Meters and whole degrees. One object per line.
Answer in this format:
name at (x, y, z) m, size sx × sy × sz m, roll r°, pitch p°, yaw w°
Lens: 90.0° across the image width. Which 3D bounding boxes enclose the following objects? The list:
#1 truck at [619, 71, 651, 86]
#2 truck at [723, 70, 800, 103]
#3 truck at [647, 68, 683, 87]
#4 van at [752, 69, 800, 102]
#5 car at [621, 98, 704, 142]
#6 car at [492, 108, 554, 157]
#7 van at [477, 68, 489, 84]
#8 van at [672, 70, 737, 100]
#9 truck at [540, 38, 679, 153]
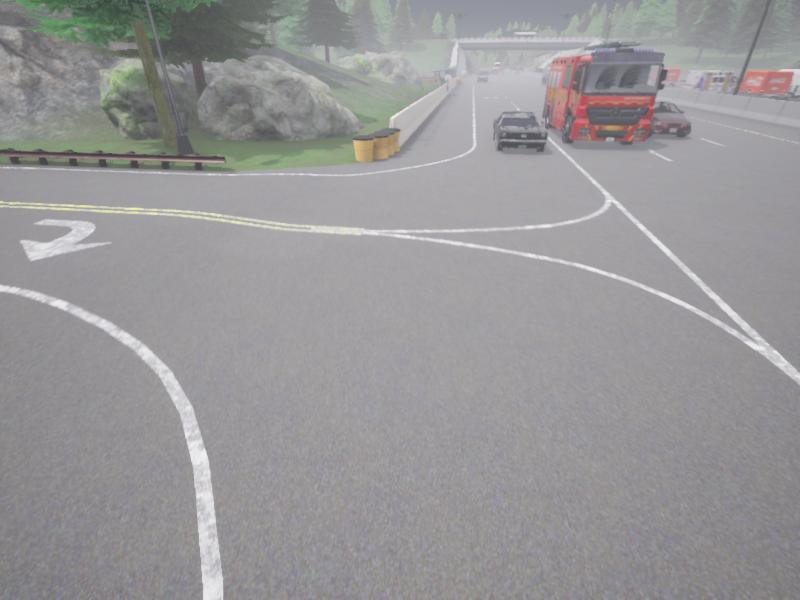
truck at (38.932, -36.923, 66.576) m, size 2.390 × 2.098 × 6.274 m, roll 4°, pitch 31°, yaw 8°
truck at (33.647, -20.121, 37.566) m, size 2.627 × 2.467 × 5.204 m, roll 4°, pitch 31°, yaw 8°
truck at (41.921, -35.325, 63.446) m, size 2.627 × 2.467 × 5.204 m, roll 4°, pitch 31°, yaw 8°
van at (37.379, -20.759, 38.540) m, size 1.988 × 2.561 × 5.915 m, roll 4°, pitch 31°, yaw 8°
car at (12.668, -8.933, 19.665) m, size 1.816 × 1.474 × 4.193 m, roll 4°, pitch 31°, yaw 8°
car at (5.034, -7.248, 17.051) m, size 1.895 × 1.301 × 4.718 m, roll 4°, pitch 31°, yaw 8°
van at (16.416, -44.359, 79.072) m, size 1.988 × 2.561 × 5.915 m, roll 4°, pitch 31°, yaw 8°
van at (30.667, -21.892, 40.662) m, size 2.351 × 2.431 × 6.366 m, roll 4°, pitch 31°, yaw 8°
truck at (8.994, -9.741, 18.762) m, size 2.891 × 3.827 × 8.468 m, roll 4°, pitch 31°, yaw 8°
